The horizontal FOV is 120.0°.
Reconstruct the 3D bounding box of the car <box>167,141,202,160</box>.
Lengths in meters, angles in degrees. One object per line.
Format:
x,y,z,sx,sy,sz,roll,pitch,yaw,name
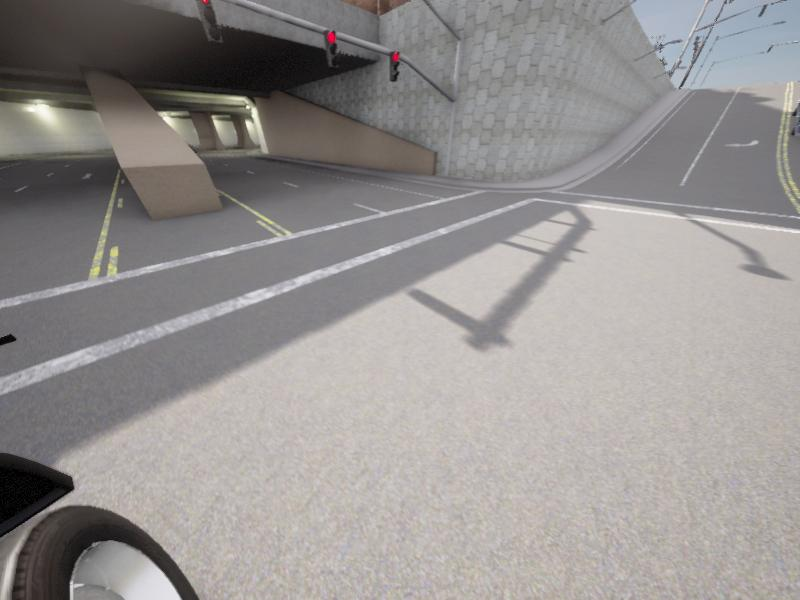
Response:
-26.088,-18.110,27.912,2.152,1.651,5.027,-28,44,-34,car

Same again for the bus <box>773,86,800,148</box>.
30.044,-13.977,15.139,10.273,4.253,3.944,-39,49,-24,bus
